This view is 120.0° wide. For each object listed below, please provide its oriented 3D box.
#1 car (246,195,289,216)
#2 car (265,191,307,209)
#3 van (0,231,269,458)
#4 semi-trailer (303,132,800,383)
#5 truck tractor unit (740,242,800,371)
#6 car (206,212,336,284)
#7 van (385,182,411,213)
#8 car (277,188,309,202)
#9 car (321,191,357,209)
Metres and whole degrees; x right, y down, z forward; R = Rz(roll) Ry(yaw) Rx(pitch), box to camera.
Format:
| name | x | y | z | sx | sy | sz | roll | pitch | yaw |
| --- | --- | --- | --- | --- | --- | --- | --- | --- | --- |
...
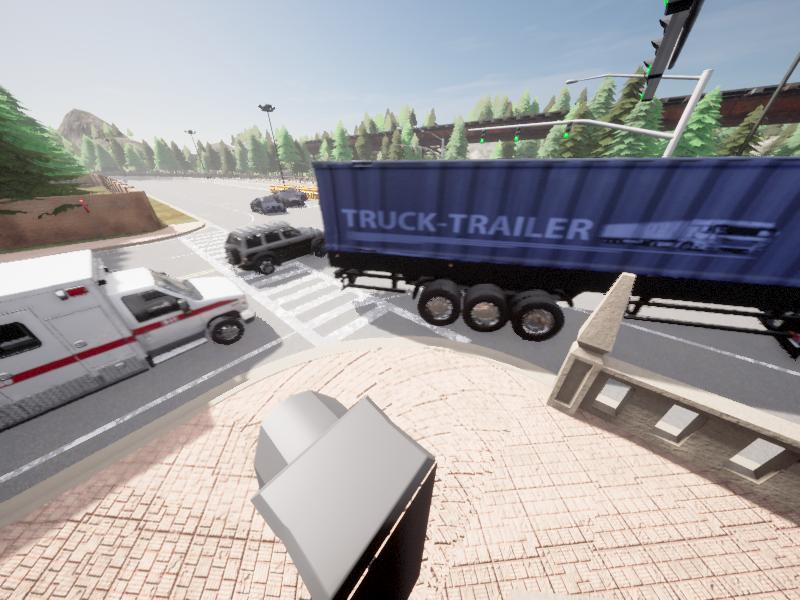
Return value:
| name | x | y | z | sx | sy | sz | roll | pitch | yaw |
| --- | --- | --- | --- | --- | --- | --- | --- | --- | --- |
| car | -13.288 | -9.478 | 23.052 | 4.181 | 1.385 | 1.994 | 23 | 37 | 34 |
| car | -13.495 | -11.870 | 27.170 | 5.357 | 1.411 | 2.033 | 23 | 37 | 34 |
| van | -6.607 | 0.701 | 4.364 | 2.351 | 2.431 | 6.366 | 23 | 37 | 34 |
| semi-trailer | 5.106 | -1.287 | 5.800 | 14.254 | 4.402 | 2.717 | 7 | 30 | 12 |
| truck tractor unit | 12.401 | 0.153 | 3.515 | 6.516 | 4.208 | 3.053 | 22 | 36 | 34 |
| car | -5.562 | -2.678 | 10.771 | 1.932 | 1.855 | 4.605 | 20 | 36 | 29 |
| van | -0.350 | -11.425 | 25.367 | 2.351 | 2.431 | 6.366 | -2 | 30 | -4 |
| car | -14.794 | -14.625 | 31.968 | 4.181 | 1.385 | 1.994 | 22 | 37 | 33 |
| car | -6.930 | -11.417 | 26.304 | 3.806 | 1.475 | 1.970 | 23 | 37 | 34 |
